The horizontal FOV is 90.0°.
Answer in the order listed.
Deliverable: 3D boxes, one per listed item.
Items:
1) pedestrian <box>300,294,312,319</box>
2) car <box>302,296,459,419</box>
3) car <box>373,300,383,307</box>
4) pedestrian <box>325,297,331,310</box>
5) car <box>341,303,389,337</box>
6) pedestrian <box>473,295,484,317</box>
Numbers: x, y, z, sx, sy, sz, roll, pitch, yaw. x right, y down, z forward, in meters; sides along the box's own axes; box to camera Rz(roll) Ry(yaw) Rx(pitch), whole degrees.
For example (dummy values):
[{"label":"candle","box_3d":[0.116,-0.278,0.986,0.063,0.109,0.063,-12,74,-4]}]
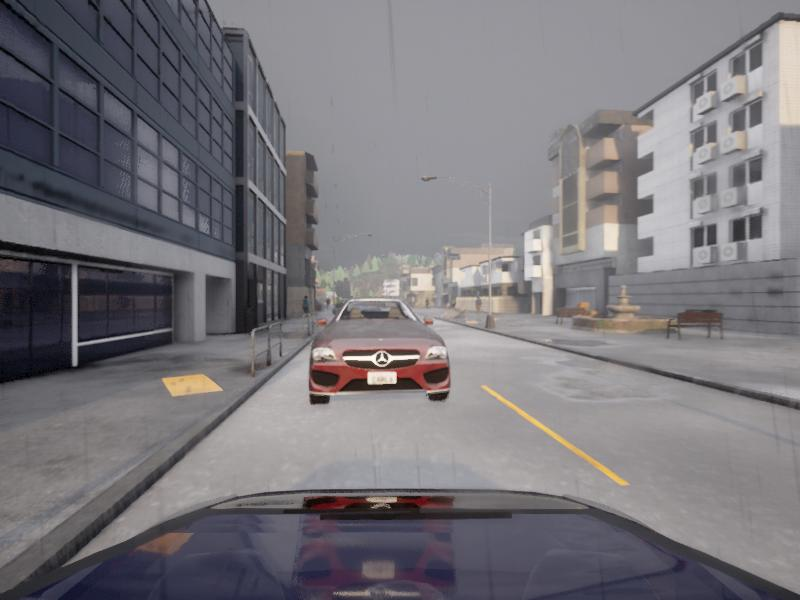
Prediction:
[{"label":"pedestrian","box_3d":[-7.174,0.504,30.538,0.751,1.860,0.751,0,0,3]},{"label":"car","box_3d":[-0.509,0.771,7.978,2.152,1.651,5.027,0,0,-6]},{"label":"car","box_3d":[-4.707,0.716,85.437,1.801,1.575,5.366,0,0,-6]},{"label":"pedestrian","box_3d":[-10.664,0.477,59.145,0.751,1.860,0.751,0,0,-6]},{"label":"car","box_3d":[-1.765,0.875,19.794,2.033,1.411,5.357,0,0,-6]},{"label":"pedestrian","box_3d":[6.653,0.495,34.032,0.751,1.860,0.751,0,0,-8]}]
